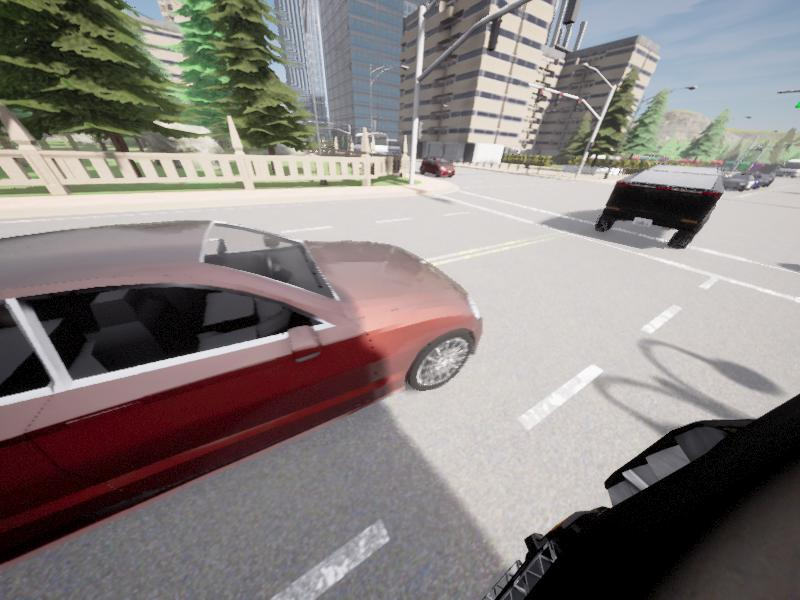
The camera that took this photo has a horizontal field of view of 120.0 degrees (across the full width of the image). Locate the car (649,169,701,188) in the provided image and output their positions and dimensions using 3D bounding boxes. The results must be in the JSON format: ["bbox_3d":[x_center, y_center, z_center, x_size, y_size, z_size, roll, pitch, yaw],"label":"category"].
[{"bbox_3d":[29.007,-12.844,24.404,4.514,1.525,2.007,-15,37,-25],"label":"car"}]

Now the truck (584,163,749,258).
[{"bbox_3d":[9.493,-3.597,8.303,6.274,2.098,2.390,-23,42,-34],"label":"truck"}]

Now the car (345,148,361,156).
[{"bbox_3d":[-11.346,-35.447,55.255,2.128,1.511,4.902,-16,38,-26],"label":"car"}]

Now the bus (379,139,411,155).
[{"bbox_3d":[-1.886,-53.218,80.299,10.273,4.253,3.944,-15,38,-26],"label":"bus"}]

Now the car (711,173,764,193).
[{"bbox_3d":[35.260,-12.333,24.143,4.974,1.542,2.038,-16,38,-26],"label":"car"}]

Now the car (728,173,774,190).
[{"bbox_3d":[41.302,-14.029,27.207,4.514,1.525,2.007,-16,38,-26],"label":"car"}]

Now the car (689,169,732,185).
[{"bbox_3d":[40.454,-16.062,30.118,4.856,1.649,2.033,-16,38,-26],"label":"car"}]

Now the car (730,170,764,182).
[{"bbox_3d":[60.421,-21.636,40.271,4.611,1.667,2.242,-16,38,-26],"label":"car"}]

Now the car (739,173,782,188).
[{"bbox_3d":[46.813,-15.572,30.007,4.902,1.511,2.128,-16,38,-26],"label":"car"}]

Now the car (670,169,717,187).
[{"bbox_3d":[34.433,-14.330,27.094,4.974,1.542,2.038,-16,38,-26],"label":"car"}]

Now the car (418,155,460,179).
[{"bbox_3d":[3.586,-12.812,22.189,1.851,1.617,3.988,-14,37,-24],"label":"car"}]

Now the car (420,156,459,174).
[{"bbox_3d":[4.506,-15.759,26.867,1.812,1.442,4.674,-16,38,-26],"label":"car"}]

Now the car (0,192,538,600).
[{"bbox_3d":[-1.584,0.215,2.060,5.027,1.651,2.152,-16,38,-26],"label":"car"}]

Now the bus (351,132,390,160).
[{"bbox_3d":[-6.278,-31.466,47.171,3.944,4.253,10.273,-16,38,-26],"label":"bus"}]
